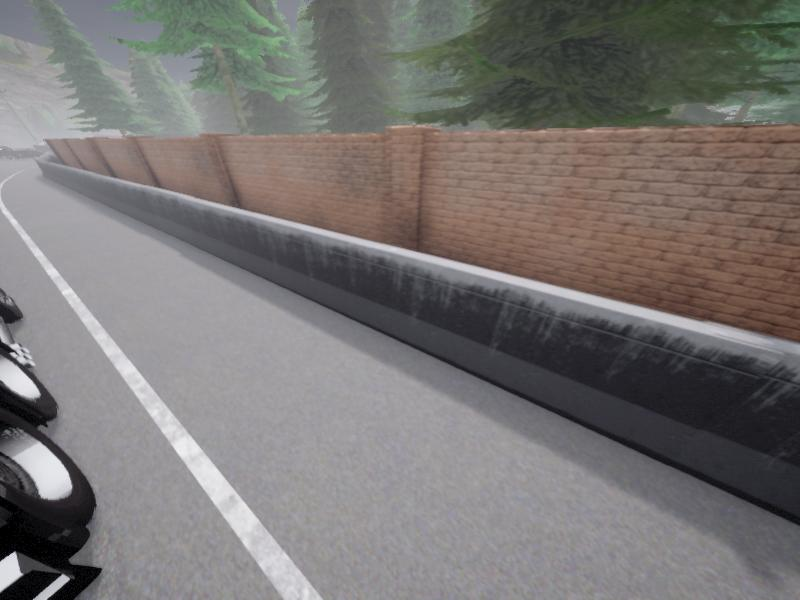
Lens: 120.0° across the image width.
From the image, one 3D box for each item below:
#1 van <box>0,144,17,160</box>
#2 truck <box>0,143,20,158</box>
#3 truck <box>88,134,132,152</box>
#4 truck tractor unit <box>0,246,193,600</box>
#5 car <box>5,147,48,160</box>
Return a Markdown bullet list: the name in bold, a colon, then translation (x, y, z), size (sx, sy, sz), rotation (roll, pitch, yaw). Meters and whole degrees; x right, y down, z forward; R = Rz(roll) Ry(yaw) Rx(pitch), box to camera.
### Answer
- **van**: translation (-62.803, -22.812, 35.567), size (2.069, 2.038, 4.480), rotation (-22, 40, -28)
- **truck**: translation (-70.694, -25.905, 40.028), size (2.390, 2.098, 6.274), rotation (-20, 39, -26)
- **truck**: translation (-76.479, -41.639, 61.274), size (2.891, 3.827, 8.468), rotation (-13, 37, -18)
- **truck tractor unit**: translation (-5.080, -0.331, 0.825), size (6.516, 4.208, 3.053), rotation (20, 39, 26)
- **car**: translation (-59.766, -23.590, 37.115), size (1.882, 1.535, 5.008), rotation (-23, 40, -28)
